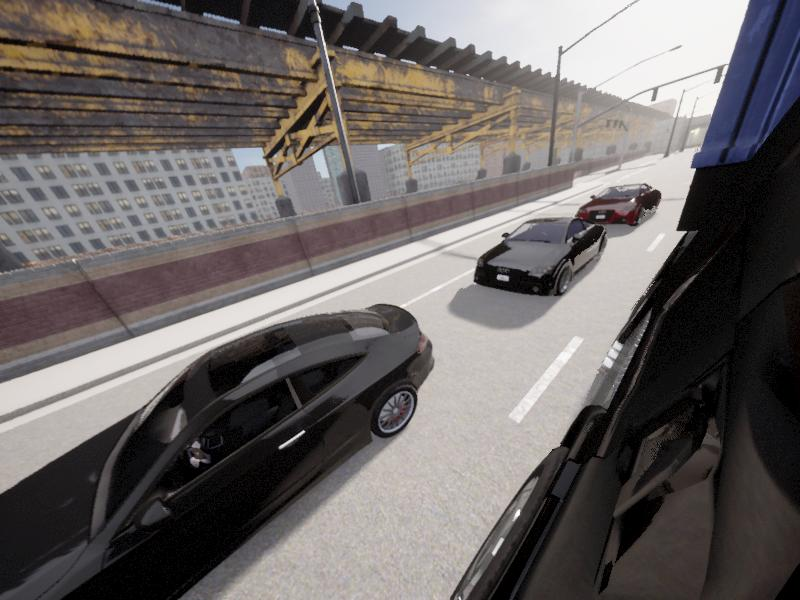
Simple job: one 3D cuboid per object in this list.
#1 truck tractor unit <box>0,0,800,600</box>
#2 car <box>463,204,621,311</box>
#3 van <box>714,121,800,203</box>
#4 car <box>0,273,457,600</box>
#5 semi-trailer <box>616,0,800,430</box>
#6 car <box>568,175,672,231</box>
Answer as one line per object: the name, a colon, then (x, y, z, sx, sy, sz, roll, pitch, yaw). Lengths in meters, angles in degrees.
truck tractor unit: (2.645, -0.295, 0.352, 6.516, 4.208, 3.053, -28, 44, -31)
car: (3.870, -1.431, 6.226, 4.181, 1.385, 1.994, -26, 29, -31)
van: (16.422, -6.291, 10.330, 5.915, 2.561, 1.988, -26, 29, -31)
car: (-1.639, 1.258, 2.569, 4.674, 1.442, 1.812, -26, 29, -31)
semi-trailer: (8.558, -3.407, 4.734, 14.254, 4.402, 2.717, -25, 28, -33)
car: (9.337, -4.125, 9.821, 4.181, 1.385, 1.994, -25, 28, -28)
